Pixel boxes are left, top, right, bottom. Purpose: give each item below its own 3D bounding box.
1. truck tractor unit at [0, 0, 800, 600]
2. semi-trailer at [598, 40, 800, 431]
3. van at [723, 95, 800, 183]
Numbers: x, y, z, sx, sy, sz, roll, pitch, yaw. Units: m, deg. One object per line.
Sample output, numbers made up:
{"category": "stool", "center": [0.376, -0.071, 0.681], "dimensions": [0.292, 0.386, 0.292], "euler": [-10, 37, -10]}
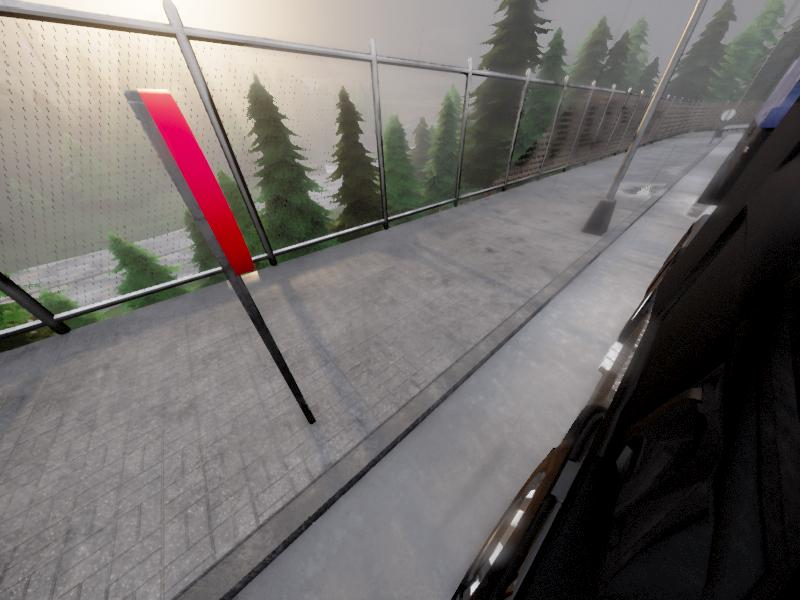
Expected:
{"category": "truck tractor unit", "center": [2.645, -0.295, 0.352], "dimensions": [6.516, 4.208, 3.053], "euler": [-28, 44, -30]}
{"category": "semi-trailer", "center": [8.698, -3.606, 4.226], "dimensions": [14.254, 4.402, 2.717], "euler": [-28, 44, -30]}
{"category": "van", "center": [16.355, -6.922, 9.756], "dimensions": [5.915, 2.561, 1.988], "euler": [-28, 44, -30]}
